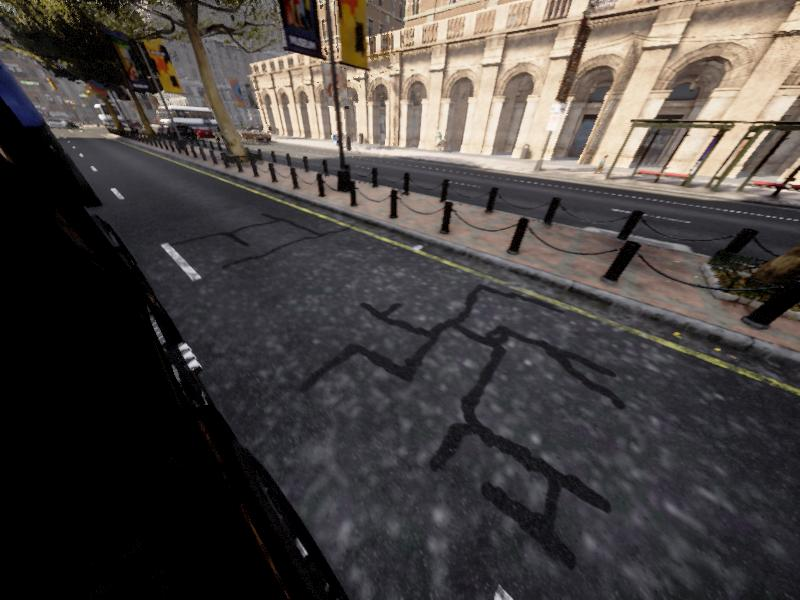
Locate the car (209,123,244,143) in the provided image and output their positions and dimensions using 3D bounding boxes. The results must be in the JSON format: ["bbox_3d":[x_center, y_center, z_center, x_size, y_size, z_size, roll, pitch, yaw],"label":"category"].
[{"bbox_3d":[-21.755,-20.980,28.978,3.866,1.878,1.905,28,44,30],"label":"car"}]

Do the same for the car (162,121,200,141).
[{"bbox_3d":[-27.532,-21.273,29.062,4.605,1.855,1.932,28,43,30],"label":"car"}]

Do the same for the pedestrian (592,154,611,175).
[{"bbox_3d":[12.730,-8.565,14.608,0.500,1.100,0.500,25,42,27],"label":"pedestrian"}]

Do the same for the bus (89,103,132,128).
[{"bbox_3d":[-69.035,-43.826,55.013,10.273,4.253,3.944,28,43,30],"label":"bus"}]

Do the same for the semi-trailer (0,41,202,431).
[{"bbox_3d":[-8.729,-3.561,4.231,14.254,4.402,2.717,28,44,30],"label":"semi-trailer"}]

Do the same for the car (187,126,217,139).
[{"bbox_3d":[-28.987,-24.543,33.791,4.181,1.385,1.994,28,44,30],"label":"car"}]

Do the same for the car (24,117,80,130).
[{"bbox_3d":[-58.107,-29.482,38.670,2.038,1.542,4.974,27,43,29],"label":"car"}]

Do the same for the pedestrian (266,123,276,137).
[{"bbox_3d":[-21.604,-28.420,38.689,0.751,1.860,0.751,22,41,25],"label":"pedestrian"}]

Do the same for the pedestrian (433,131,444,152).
[{"bbox_3d":[4.183,-17.240,25.128,0.751,1.860,0.751,27,43,30],"label":"pedestrian"}]

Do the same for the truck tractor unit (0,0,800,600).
[{"bbox_3d":[-2.645,-0.295,0.351,6.516,4.208,3.053,28,44,30],"label":"truck tractor unit"}]

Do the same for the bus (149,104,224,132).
[{"bbox_3d":[-44.836,-38.593,49.331,3.944,4.253,10.273,19,40,22],"label":"bus"}]

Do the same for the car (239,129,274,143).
[{"bbox_3d":[-19.200,-21.930,30.881,4.718,1.301,1.895,27,43,30],"label":"car"}]

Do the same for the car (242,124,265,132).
[{"bbox_3d":[-39.202,-46.147,61.929,2.242,1.667,4.611,27,43,30],"label":"car"}]
